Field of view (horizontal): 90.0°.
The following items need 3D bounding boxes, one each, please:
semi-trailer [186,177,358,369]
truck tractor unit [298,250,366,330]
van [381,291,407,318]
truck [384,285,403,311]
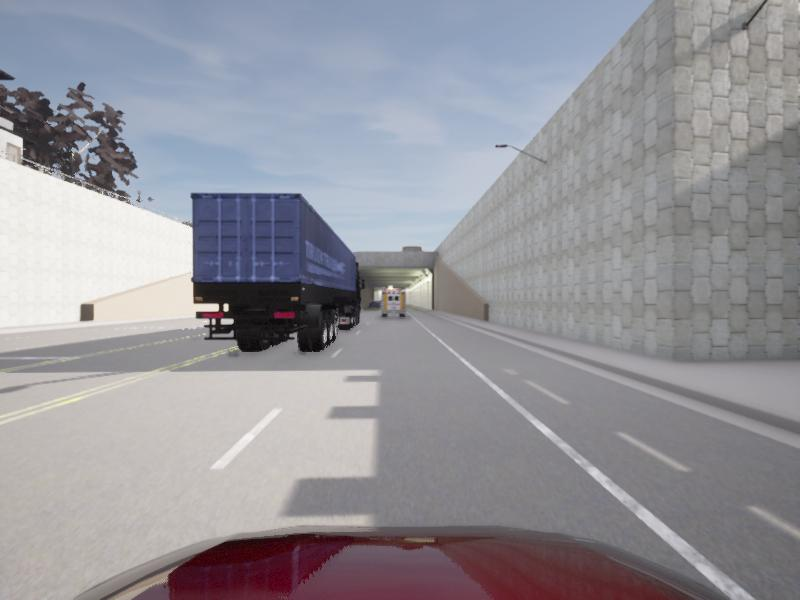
[{"bbox_3d":[-3.702,-0.623,16.341,2.717,4.402,14.254,0,0,-1],"label":"semi-trailer"},{"bbox_3d":[-3.846,-0.528,24.255,3.053,4.208,6.516,0,0,-1],"label":"truck tractor unit"},{"bbox_3d":[-0.624,0.366,39.304,2.351,2.431,6.366,0,0,-1],"label":"van"},{"bbox_3d":[-1.082,-0.339,64.155,2.891,3.827,8.468,0,0,-1],"label":"truck"}]
